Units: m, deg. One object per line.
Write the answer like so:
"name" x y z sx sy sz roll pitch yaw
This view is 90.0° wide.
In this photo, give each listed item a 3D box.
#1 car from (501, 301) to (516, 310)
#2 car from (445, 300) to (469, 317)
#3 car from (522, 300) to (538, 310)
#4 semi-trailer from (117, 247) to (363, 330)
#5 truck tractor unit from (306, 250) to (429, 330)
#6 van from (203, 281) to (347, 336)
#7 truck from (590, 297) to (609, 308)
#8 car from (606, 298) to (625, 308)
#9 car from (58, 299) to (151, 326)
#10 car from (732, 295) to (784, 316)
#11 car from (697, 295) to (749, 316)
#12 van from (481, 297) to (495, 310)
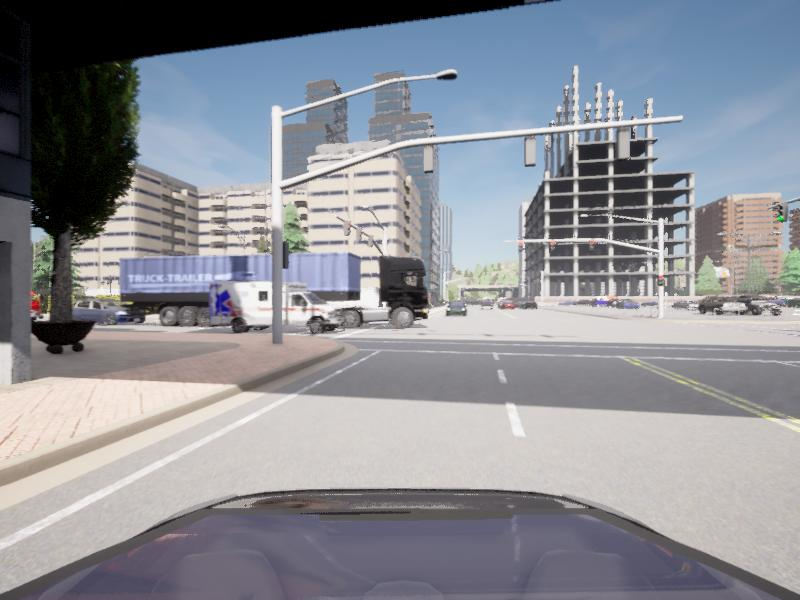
"car" 18.013 0.844 66.557 2.163 1.488 4.792 0 0 11
"car" 5.724 0.822 39.900 2.038 1.542 4.974 0 0 12
"car" 21.487 0.816 66.077 1.882 1.535 5.008 0 0 11
"semi-trailer" -9.495 -0.622 23.814 14.254 4.402 2.717 0 0 10
"truck tractor unit" -1.668 -0.527 22.699 6.516 4.208 3.053 0 0 3
"van" -5.986 0.376 19.493 6.366 2.431 2.351 0 0 11
"truck" 37.797 0.395 75.961 2.069 2.038 4.478 0 0 11
"car" 40.651 0.489 75.471 1.932 1.855 4.605 0 0 11
"car" -18.753 0.753 25.516 4.611 1.667 2.242 0 0 11
"car" 33.166 0.496 37.178 1.905 1.878 3.866 0 0 11
"car" 30.337 0.493 37.789 1.932 1.855 4.605 0 0 11
"van" 13.701 0.565 62.674 2.069 2.038 4.480 0 0 11
